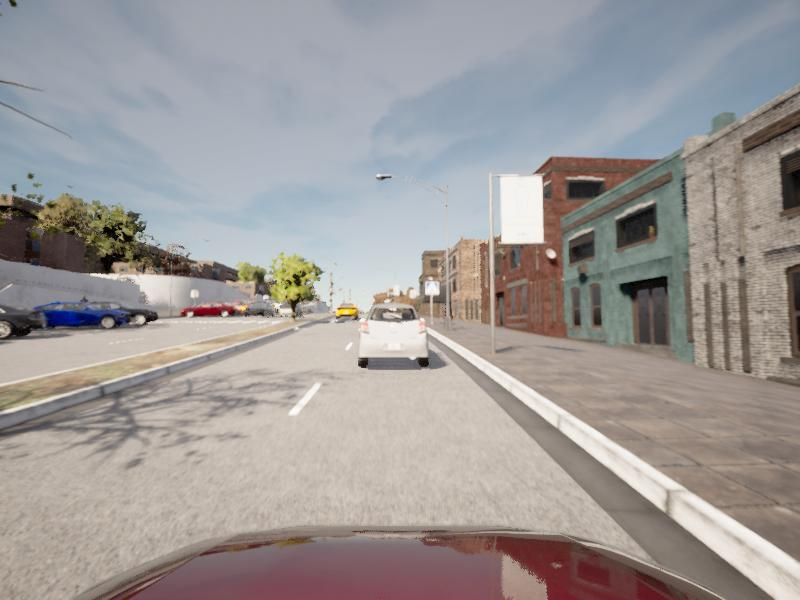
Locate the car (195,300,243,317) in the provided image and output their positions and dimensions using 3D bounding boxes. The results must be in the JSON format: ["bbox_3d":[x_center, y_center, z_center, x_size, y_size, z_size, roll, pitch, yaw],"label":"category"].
[{"bbox_3d":[-19.215,0.872,42.690,4.553,1.767,2.185,0,-1,-24],"label":"car"}]

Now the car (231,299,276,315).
[{"bbox_3d":[-20.003,0.975,54.594,5.566,2.045,2.435,0,-2,-24],"label":"car"}]

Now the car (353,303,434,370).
[{"bbox_3d":[-0.200,0.836,10.875,1.845,1.501,3.633,0,0,-2],"label":"car"}]

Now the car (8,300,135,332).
[{"bbox_3d":[-17.719,0.825,21.940,5.008,1.535,2.097,-1,0,-24],"label":"car"}]

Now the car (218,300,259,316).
[{"bbox_3d":[-19.634,0.975,48.626,4.553,1.767,2.185,0,-1,-24],"label":"car"}]

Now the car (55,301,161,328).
[{"bbox_3d":[-17.925,0.832,24.895,5.008,1.535,2.097,-1,0,-24],"label":"car"}]

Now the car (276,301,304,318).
[{"bbox_3d":[-10.895,0.948,39.869,1.851,1.617,3.988,0,-1,-4],"label":"car"}]

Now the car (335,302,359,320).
[{"bbox_3d":[-4.758,0.958,36.753,1.882,1.535,5.008,0,-1,-4],"label":"car"}]

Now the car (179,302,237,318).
[{"bbox_3d":[-18.965,0.955,39.731,5.008,1.535,2.097,0,0,-24],"label":"car"}]

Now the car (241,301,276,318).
[{"bbox_3d":[-13.888,0.918,39.689,1.930,1.638,5.238,0,-1,-4],"label":"car"}]

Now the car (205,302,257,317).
[{"bbox_3d":[-19.226,1.042,45.749,5.366,1.575,1.946,0,-1,-24],"label":"car"}]

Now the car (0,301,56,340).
[{"bbox_3d":[-17.328,0.821,16.040,4.892,1.521,2.231,-1,0,-23],"label":"car"}]

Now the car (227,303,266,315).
[{"bbox_3d":[-19.817,1.199,51.601,4.674,1.452,2.002,0,-1,-24],"label":"car"}]
